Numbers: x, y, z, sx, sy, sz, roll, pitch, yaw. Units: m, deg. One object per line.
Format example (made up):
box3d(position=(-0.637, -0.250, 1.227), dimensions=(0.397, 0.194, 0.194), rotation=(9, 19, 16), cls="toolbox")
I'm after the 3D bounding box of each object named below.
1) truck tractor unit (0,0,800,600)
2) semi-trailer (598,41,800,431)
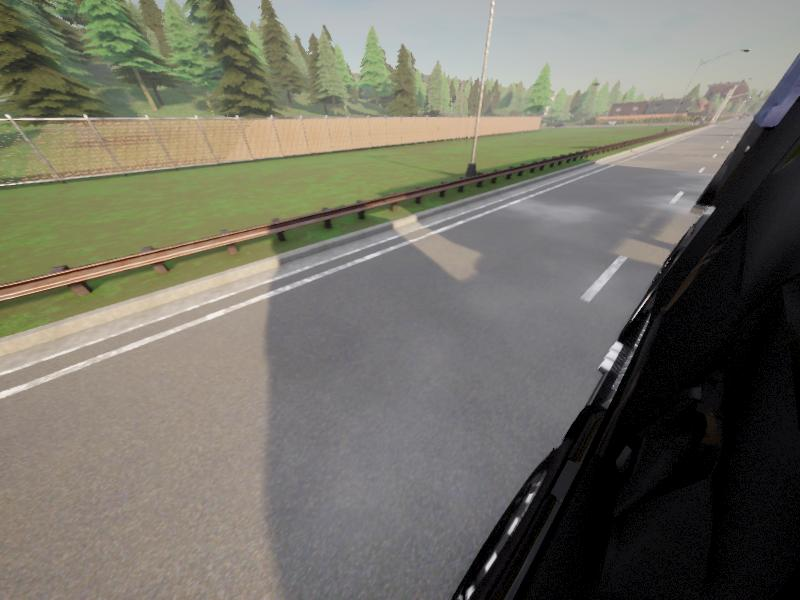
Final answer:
box3d(position=(2.645, -0.295, 0.351), dimensions=(6.516, 4.208, 3.053), rotation=(-28, 44, -30), cls="truck tractor unit")
box3d(position=(8.701, -3.588, 4.246), dimensions=(14.254, 4.402, 2.717), rotation=(-28, 44, -30), cls="semi-trailer")
